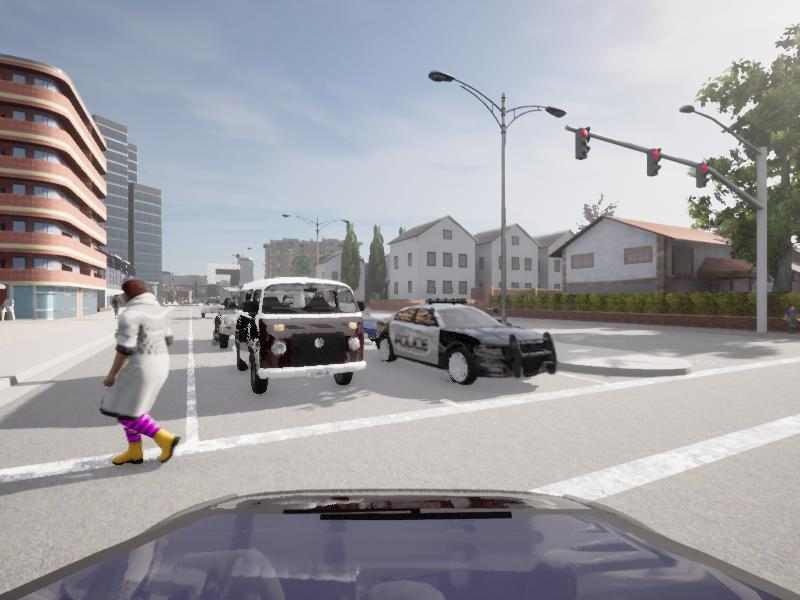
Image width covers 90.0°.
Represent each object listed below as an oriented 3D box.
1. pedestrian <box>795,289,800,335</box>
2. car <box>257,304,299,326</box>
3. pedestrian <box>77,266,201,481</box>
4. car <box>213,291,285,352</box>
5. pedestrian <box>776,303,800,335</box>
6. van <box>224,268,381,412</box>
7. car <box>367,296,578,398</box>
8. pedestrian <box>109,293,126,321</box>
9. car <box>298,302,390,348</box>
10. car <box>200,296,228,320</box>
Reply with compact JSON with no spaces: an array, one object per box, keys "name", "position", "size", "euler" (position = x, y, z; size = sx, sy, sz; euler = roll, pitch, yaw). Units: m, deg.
[{"name":"pedestrian","position":[16.775,0.491,16.285],"size":[0.751,1.860,0.751],"euler":[0,0,-17]},{"name":"car","position":[-8.424,0.944,27.403],"size":[1.895,1.301,4.718],"euler":[0,0,-28]},{"name":"pedestrian","position":[-2.469,0.637,3.885],"size":[0.751,1.860,0.751],"euler":[0,0,-7]},{"name":"car","position":[-5.661,0.652,14.604],"size":[1.932,1.855,4.605],"euler":[0,0,-28]},{"name":"pedestrian","position":[16.279,0.771,16.633],"size":[0.751,1.300,0.751],"euler":[0,0,24]},{"name":"van","position":[-2.275,0.571,8.144],"size":[2.069,2.038,4.480],"euler":[0,0,-28]},{"name":"car","position":[1.174,0.771,9.201],"size":[1.930,1.638,5.238],"euler":[0,0,-28]},{"name":"pedestrian","position":[-19.584,0.485,27.700],"size":[0.751,1.860,0.751],"euler":[0,0,-16]},{"name":"car","position":[-2.416,0.851,15.947],"size":[2.163,1.488,4.792],"euler":[0,0,-28]},{"name":"car","position":[-16.147,0.654,34.592],"size":[1.932,1.855,4.605],"euler":[0,0,-28]}]
